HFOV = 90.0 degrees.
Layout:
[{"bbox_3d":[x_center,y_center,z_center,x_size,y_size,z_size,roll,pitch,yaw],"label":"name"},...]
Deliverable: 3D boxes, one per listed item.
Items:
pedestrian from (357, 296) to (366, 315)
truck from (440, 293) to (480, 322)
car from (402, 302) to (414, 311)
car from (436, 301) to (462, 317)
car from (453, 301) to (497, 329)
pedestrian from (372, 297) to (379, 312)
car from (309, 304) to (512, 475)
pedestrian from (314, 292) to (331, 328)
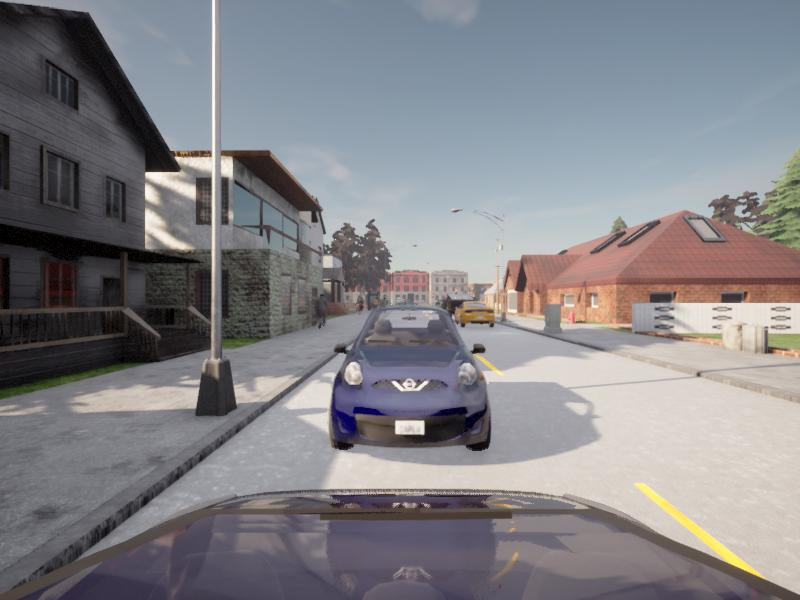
[{"bbox_3d":[-3.846,0.534,39.786,0.751,1.860,0.751,0,0,6],"label":"pedestrian"},{"bbox_3d":[4.662,0.542,32.165,2.390,2.098,6.274,0,0,1],"label":"truck"},{"bbox_3d":[1.478,1.085,72.577,2.007,1.525,4.514,0,0,1],"label":"car"},{"bbox_3d":[4.809,0.836,39.899,2.128,1.511,4.902,0,0,1],"label":"car"},{"bbox_3d":[4.515,0.823,24.700,1.882,1.535,5.008,0,0,1],"label":"car"},{"bbox_3d":[-2.874,0.525,47.363,0.751,1.860,0.751,0,0,1],"label":"pedestrian"},{"bbox_3d":[0.127,0.825,5.448,1.845,1.501,3.633,0,0,1],"label":"car"},{"bbox_3d":[-4.158,0.533,21.380,0.751,1.860,0.751,0,0,1],"label":"pedestrian"}]
